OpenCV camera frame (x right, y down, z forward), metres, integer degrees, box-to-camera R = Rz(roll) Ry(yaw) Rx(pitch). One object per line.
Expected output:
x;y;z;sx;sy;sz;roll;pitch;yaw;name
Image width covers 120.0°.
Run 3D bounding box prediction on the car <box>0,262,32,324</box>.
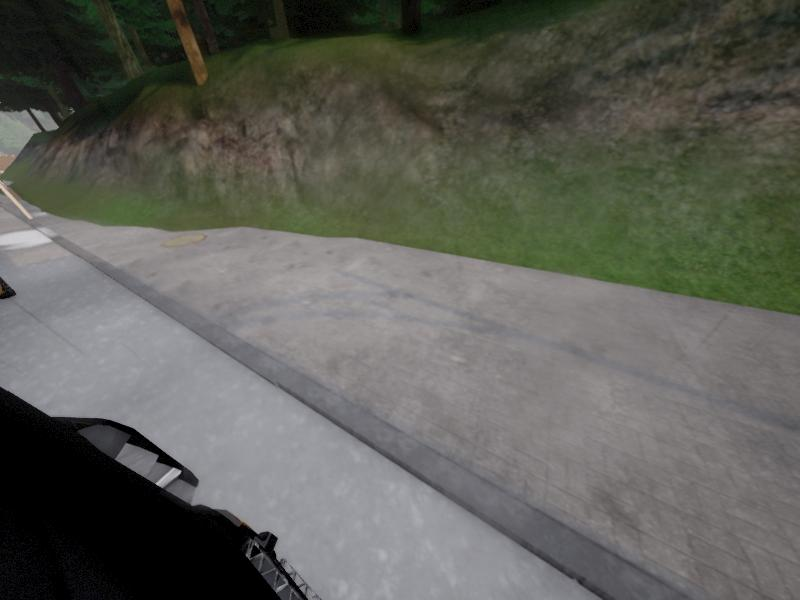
-8.991;-0.656;3.975;5.366;1.575;1.801;16;38;26;car
